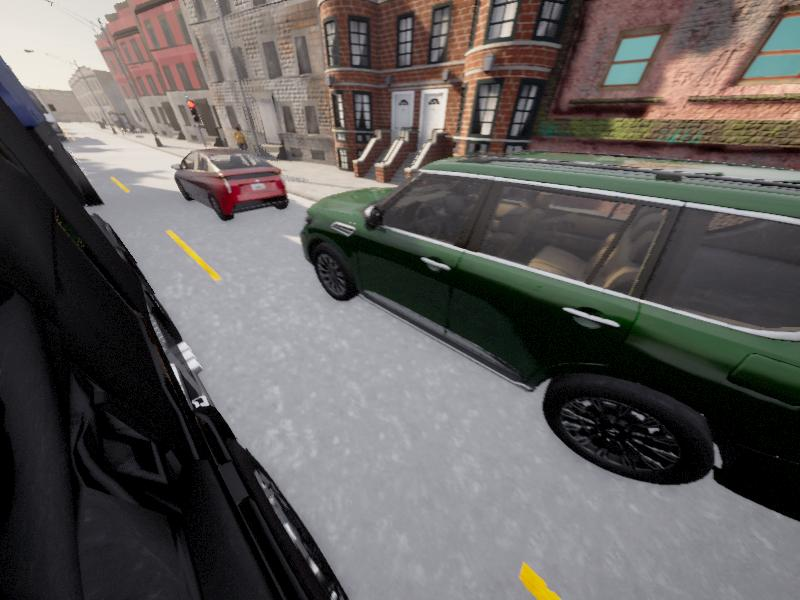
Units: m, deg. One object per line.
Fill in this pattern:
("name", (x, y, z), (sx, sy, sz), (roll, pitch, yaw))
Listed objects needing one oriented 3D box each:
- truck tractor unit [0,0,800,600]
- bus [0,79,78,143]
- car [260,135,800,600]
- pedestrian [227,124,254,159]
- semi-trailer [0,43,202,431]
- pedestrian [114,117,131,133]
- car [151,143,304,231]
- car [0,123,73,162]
("truck tractor unit", (-2.645, -0.295, 0.351), (6.516, 4.208, 3.053), (28, 44, 30))
("bus", (-36.139, -18.088, 22.322), (10.273, 4.253, 3.944), (28, 44, 30))
("car", (1.058, -0.568, 2.751), (5.566, 2.045, 2.150), (28, 44, 30))
("pedestrian", (-10.619, -10.565, 15.439), (0.751, 1.860, 0.751), (29, 44, 31))
("semi-trailer", (-8.710, -3.573, 4.249), (14.254, 4.402, 2.717), (28, 44, 30))
("pedestrian", (-41.669, -26.241, 34.722), (0.751, 1.860, 0.751), (24, 42, 26))
("car", (-5.233, -3.673, 6.999), (4.514, 1.525, 2.007), (28, 44, 30))
("car", (-22.036, -8.415, 12.303), (4.611, 1.667, 2.242), (-10, 38, -16))
